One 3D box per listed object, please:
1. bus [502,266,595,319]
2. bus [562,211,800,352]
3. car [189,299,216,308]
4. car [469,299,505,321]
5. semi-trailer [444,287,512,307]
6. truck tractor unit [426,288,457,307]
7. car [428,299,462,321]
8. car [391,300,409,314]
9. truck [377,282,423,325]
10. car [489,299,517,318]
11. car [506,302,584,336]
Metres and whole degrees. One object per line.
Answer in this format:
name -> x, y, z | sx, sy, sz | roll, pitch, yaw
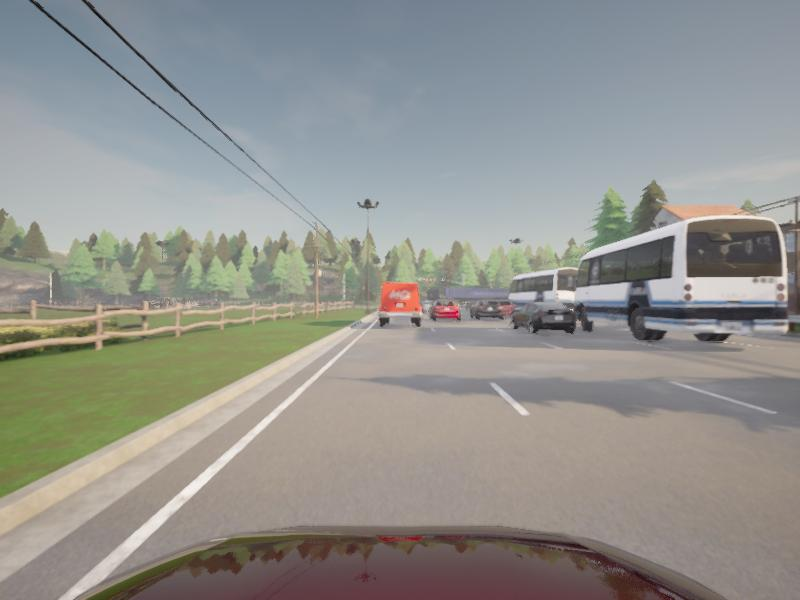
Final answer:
bus -> 13.626, -0.571, 38.314 | 3.944, 4.253, 10.273 | 1, 0, -8
bus -> 10.625, -0.541, 17.298 | 3.944, 4.253, 10.273 | 0, 0, 5
car -> -41.422, 0.728, 84.134 | 4.611, 1.667, 2.242 | 0, 0, 0
car -> 7.106, 0.746, 33.144 | 2.242, 1.667, 4.611 | 0, 0, 3
semi-trailer -> 16.891, -0.647, 87.226 | 14.254, 4.402, 2.717 | 0, 0, 0
truck tractor unit -> 8.976, -0.552, 87.277 | 6.516, 4.208, 3.053 | 0, 0, 0
car -> 3.501, 0.745, 31.949 | 2.242, 1.667, 4.611 | 0, 0, 0
car -> 0.003, 0.812, 48.638 | 2.007, 1.525, 4.514 | 0, 0, 0
truck -> 0.004, 0.311, 25.525 | 2.627, 2.467, 5.204 | 0, -3, 0
car -> 9.581, 0.744, 36.906 | 2.242, 1.667, 4.611 | 0, 0, 18
car -> 7.002, 0.844, 19.948 | 2.163, 1.488, 4.792 | 0, 0, 0
